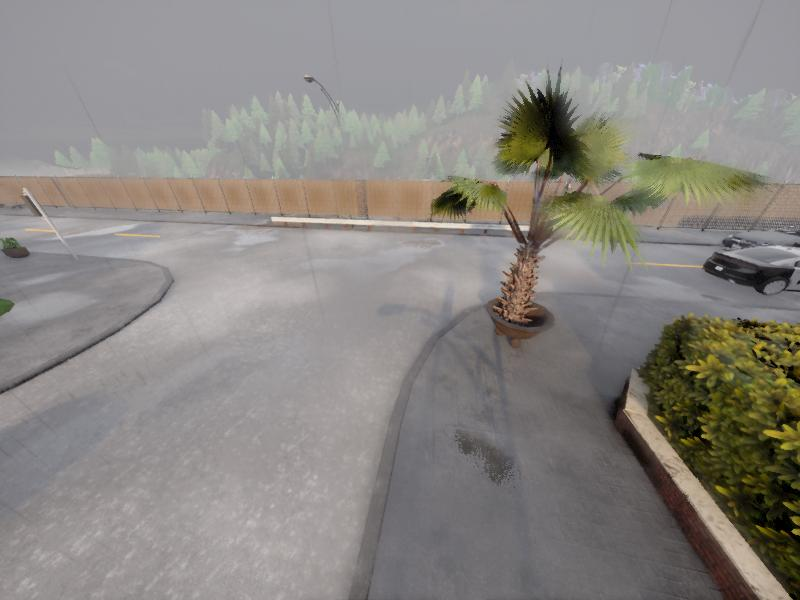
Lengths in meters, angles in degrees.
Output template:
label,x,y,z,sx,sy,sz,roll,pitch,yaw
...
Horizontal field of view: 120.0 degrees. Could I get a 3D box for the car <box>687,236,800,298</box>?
label,x,y,z,sx,sy,sz,roll,pitch,yaw
car,15.182,-1.192,8.663,5.238,1.638,1.930,5,30,9

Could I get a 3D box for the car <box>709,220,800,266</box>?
label,x,y,z,sx,sy,sz,roll,pitch,yaw
car,19.914,-2.808,11.453,5.027,1.651,2.152,5,30,9
